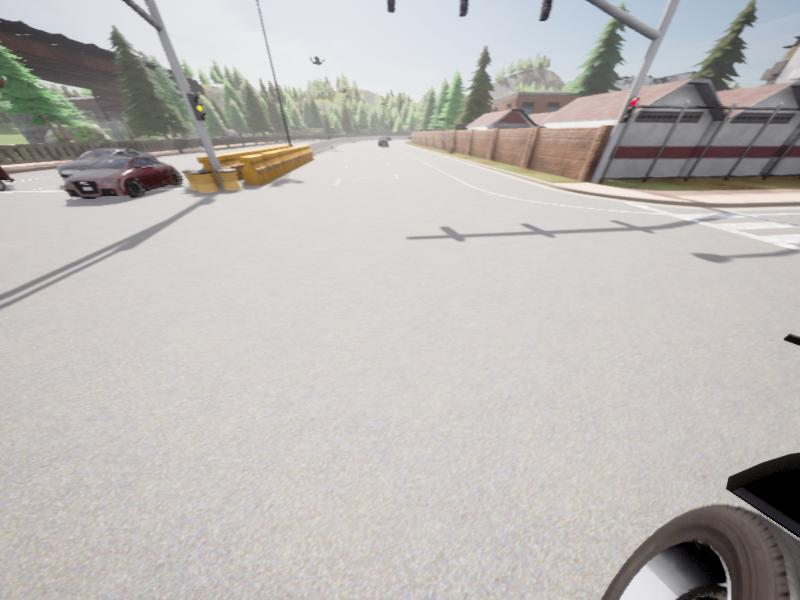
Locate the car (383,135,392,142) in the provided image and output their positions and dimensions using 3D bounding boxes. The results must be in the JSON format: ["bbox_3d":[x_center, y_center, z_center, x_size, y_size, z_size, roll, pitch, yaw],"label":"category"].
[{"bbox_3d":[-3.949,-51.926,74.253,1.930,1.638,5.238,6,36,8],"label":"car"}]

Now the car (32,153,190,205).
[{"bbox_3d":[-11.990,-5.486,10.181,1.994,1.385,4.181,-4,36,-6],"label":"car"}]

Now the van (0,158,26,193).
[{"bbox_3d":[-18.861,-4.905,8.813,1.775,1.987,4.442,-4,36,-6],"label":"van"}]

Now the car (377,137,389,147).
[{"bbox_3d":[-3.582,-32.475,47.430,2.038,1.542,4.974,-4,36,-6],"label":"car"}]

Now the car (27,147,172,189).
[{"bbox_3d":[-15.927,-7.509,12.836,2.128,1.511,4.902,-4,36,-6],"label":"car"}]
